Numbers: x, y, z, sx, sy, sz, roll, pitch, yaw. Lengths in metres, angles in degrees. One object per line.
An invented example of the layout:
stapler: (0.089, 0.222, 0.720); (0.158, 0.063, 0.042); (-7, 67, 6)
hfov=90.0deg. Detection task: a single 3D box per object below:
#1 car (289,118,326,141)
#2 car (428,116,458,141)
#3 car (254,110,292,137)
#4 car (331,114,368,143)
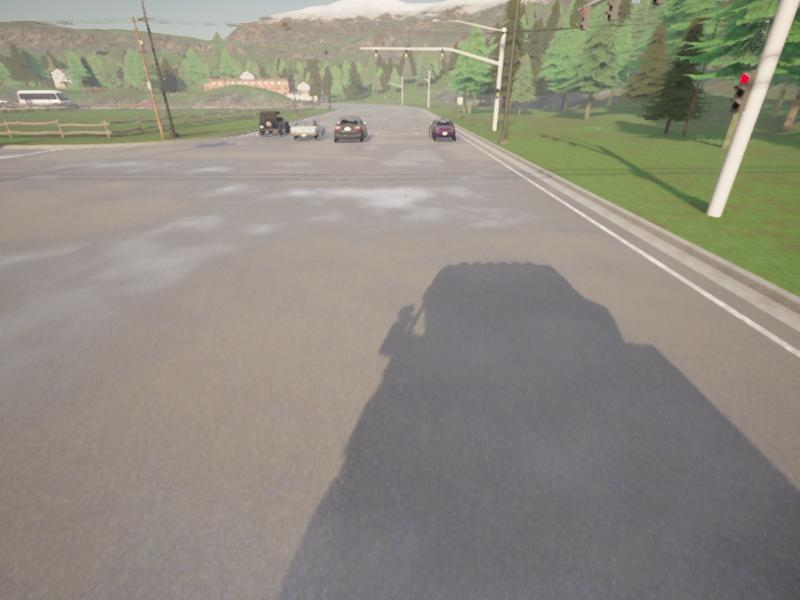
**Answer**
car: (-7.256, -13.667, 31.933); (1.895, 1.301, 4.718); (0, 27, 0)
car: (3.250, -13.265, 30.888); (1.816, 1.474, 4.193); (0, 27, 0)
car: (-10.773, -15.139, 34.176); (1.905, 1.878, 3.866); (0, 27, 0)
car: (-3.743, -13.134, 30.464); (2.242, 1.667, 4.611); (0, 27, 0)
